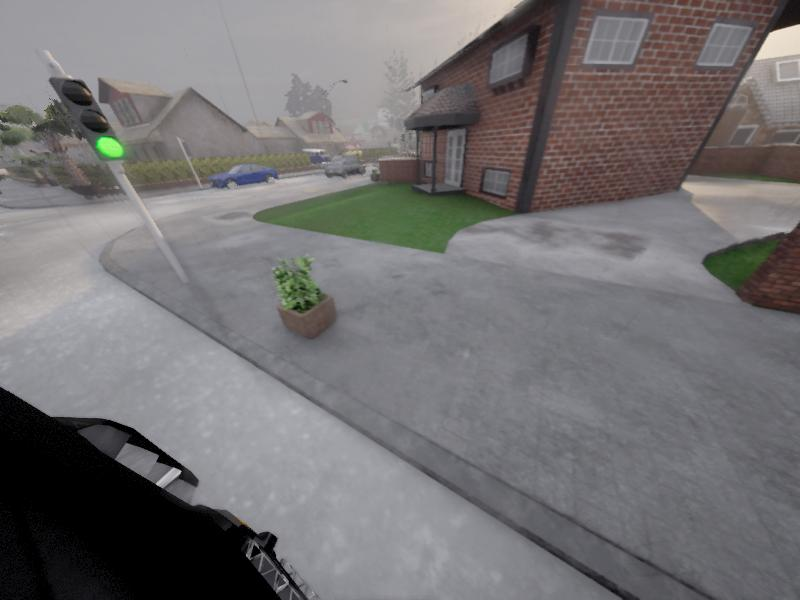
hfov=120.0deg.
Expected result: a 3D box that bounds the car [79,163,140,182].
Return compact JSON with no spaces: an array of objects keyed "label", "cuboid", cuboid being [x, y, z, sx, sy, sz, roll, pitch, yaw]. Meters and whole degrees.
[{"label":"car","cuboid":[-32.123,-14.240,25.702,1.845,1.501,3.633,14,37,24]}]

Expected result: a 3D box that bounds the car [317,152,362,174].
[{"label":"car","cuboid":[-6.529,-15.276,25.718,2.097,1.767,4.553,16,38,26]}]

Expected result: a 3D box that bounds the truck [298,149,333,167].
[{"label":"truck","cuboid":[-12.240,-20.676,33.522,4.478,2.038,2.069,18,39,24]}]

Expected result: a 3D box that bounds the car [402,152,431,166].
[{"label":"car","cuboid":[2.338,-19.557,31.953,1.895,1.301,4.718,17,38,27]}]

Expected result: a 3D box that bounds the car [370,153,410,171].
[{"label":"car","cuboid":[-1.026,-16.081,26.890,2.033,1.411,5.357,16,38,26]}]

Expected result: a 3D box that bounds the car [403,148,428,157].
[{"label":"car","cuboid":[3.489,-33.786,52.977,5.366,1.575,1.801,14,37,23]}]

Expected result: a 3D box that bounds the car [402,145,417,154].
[{"label":"car","cuboid":[2.737,-42.229,64.853,3.866,1.878,1.905,-16,36,-19]}]

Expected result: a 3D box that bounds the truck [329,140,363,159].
[{"label":"truck","cuboid":[-14.331,-39.910,61.437,8.468,3.827,2.891,16,38,26]}]

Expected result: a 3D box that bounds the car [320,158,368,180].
[{"label":"car","cuboid":[-5.025,-12.151,21.304,1.994,1.385,4.181,14,37,24]}]

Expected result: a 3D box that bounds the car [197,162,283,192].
[{"label":"car","cuboid":[-12.059,-9.664,17.927,1.882,1.535,5.008,16,38,26]}]
